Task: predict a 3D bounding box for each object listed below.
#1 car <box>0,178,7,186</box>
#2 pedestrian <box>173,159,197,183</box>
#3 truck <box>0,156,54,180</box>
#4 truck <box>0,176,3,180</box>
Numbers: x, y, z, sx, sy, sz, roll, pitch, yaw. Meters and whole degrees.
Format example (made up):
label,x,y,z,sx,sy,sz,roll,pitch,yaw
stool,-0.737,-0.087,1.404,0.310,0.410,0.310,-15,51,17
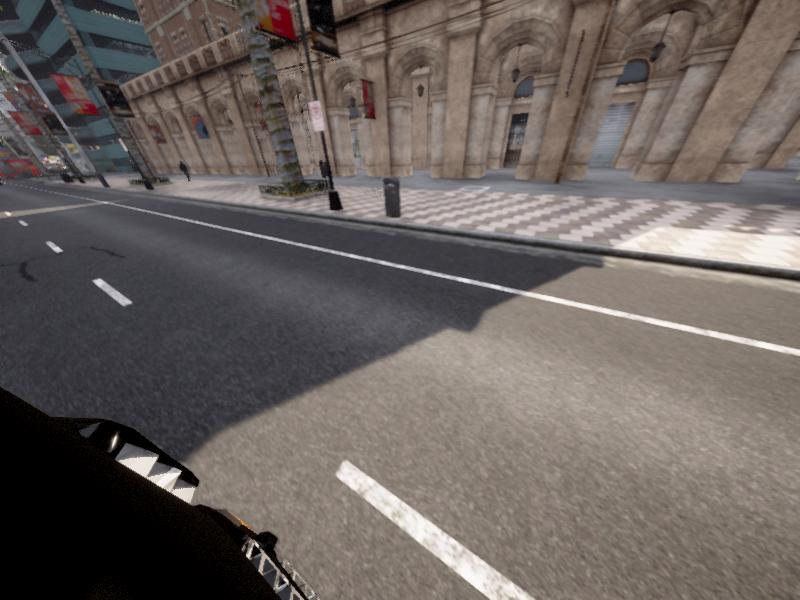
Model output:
label,x,y,z,sx,sy,sz,roll,pitch,yaw
car,-57.398,-16.645,32.043,4.902,1.511,2.128,16,38,26
pedestrian,-19.796,-11.865,21.286,0.751,1.860,0.751,15,38,25
truck,-81.696,-28.661,49.873,2.891,3.827,8.468,-16,36,-18
truck,-81.973,-24.364,44.678,2.627,2.467,5.204,-20,37,-24
